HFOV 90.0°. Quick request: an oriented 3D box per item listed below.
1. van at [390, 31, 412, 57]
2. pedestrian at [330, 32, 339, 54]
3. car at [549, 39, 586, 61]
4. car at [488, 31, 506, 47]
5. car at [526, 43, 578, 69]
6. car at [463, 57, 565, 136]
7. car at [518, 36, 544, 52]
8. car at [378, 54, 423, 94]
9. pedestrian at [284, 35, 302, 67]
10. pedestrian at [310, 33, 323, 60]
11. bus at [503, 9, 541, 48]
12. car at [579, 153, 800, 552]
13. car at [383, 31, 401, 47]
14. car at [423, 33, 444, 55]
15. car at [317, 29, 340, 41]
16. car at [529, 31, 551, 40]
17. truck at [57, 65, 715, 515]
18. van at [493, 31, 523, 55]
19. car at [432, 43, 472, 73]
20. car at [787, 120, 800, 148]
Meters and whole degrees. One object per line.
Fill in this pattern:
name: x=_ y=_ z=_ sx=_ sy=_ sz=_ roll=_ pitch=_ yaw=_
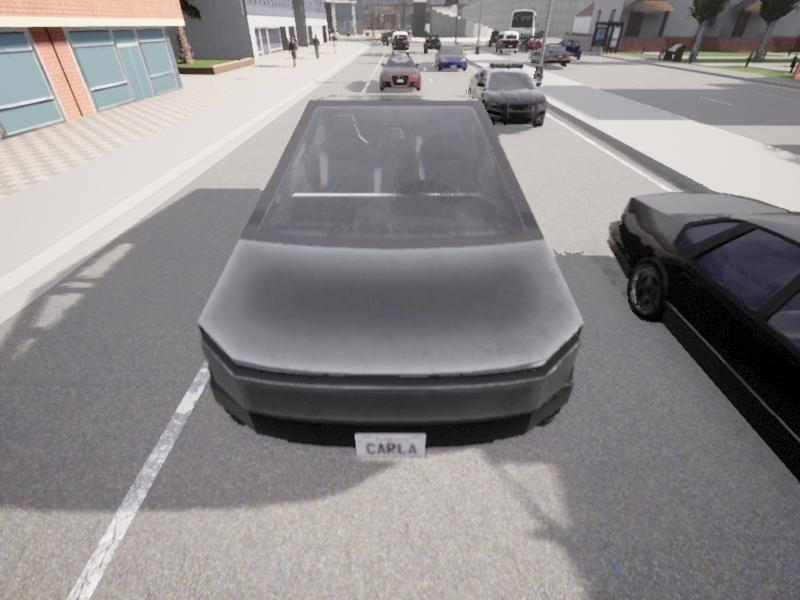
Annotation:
van: x=0.048 y=-25.799 z=40.312 sx=2.069 sy=2.038 sz=4.480 roll=0 pitch=35 yaw=0
pedestrian: x=-6.636 y=-26.142 z=40.656 sx=0.751 sy=1.860 sz=0.751 roll=-5 pitch=35 yaw=-7
car: x=15.042 y=-22.608 z=36.143 sx=1.845 sy=1.501 sz=3.633 roll=0 pitch=35 yaw=1
car: x=13.751 y=-37.108 z=56.849 sx=1.905 sy=1.878 sz=3.866 roll=10 pitch=35 yaw=13
car: x=11.566 y=-18.926 z=30.920 sx=2.033 sy=1.411 sz=5.357 roll=0 pitch=35 yaw=0
car: x=3.492 y=-6.984 z=13.381 sx=1.930 sy=1.638 sz=5.238 roll=0 pitch=35 yaw=0
car: x=15.228 y=-29.882 z=46.689 sx=1.845 sy=1.501 sz=3.633 roll=1 pitch=35 yaw=1
car: x=0.018 y=-11.350 z=19.951 sx=1.994 sy=1.385 sz=4.181 roll=0 pitch=35 yaw=0
pedestrian: x=-7.354 y=-17.171 z=27.632 sx=0.751 sy=1.860 sz=0.751 roll=2 pitch=35 yaw=3
pedestrian: x=-6.963 y=-21.154 z=33.418 sx=0.751 sy=1.860 sz=0.751 roll=-4 pitch=35 yaw=-5
bus: x=17.775 y=-39.259 z=57.896 sx=3.944 sy=4.253 sz=10.273 roll=10 pitch=36 yaw=15
car: x=3.490 y=0.349 z=2.964 sx=2.033 sy=1.411 sz=5.357 roll=0 pitch=35 yaw=0
car: x=-1.212 y=-38.312 z=58.603 sx=1.932 sy=1.855 sz=4.605 roll=-6 pitch=35 yaw=-9
car: x=3.548 y=-27.784 z=43.325 sx=1.905 sy=1.878 sz=3.866 roll=0 pitch=35 yaw=0
car: x=-13.583 y=-50.367 z=76.087 sx=1.932 sy=1.855 sz=4.605 roll=-27 pitch=42 yaw=-35
car: x=29.576 y=-56.030 z=84.684 sx=2.007 sy=1.525 sz=4.514 roll=-8 pitch=35 yaw=-12
truck: x=-0.043 y=-1.229 z=4.628 sx=2.390 sy=2.098 sz=6.274 roll=0 pitch=35 yaw=0
van: x=11.643 y=-28.030 z=43.550 sx=2.069 sy=2.038 sz=4.480 roll=1 pitch=34 yaw=1
car: x=3.554 y=-17.117 z=28.216 sx=2.163 sy=1.488 sz=4.792 roll=0 pitch=35 yaw=0
car: x=11.475 y=-3.565 z=8.526 sx=2.007 sy=1.525 sz=4.514 roll=0 pitch=35 yaw=0
